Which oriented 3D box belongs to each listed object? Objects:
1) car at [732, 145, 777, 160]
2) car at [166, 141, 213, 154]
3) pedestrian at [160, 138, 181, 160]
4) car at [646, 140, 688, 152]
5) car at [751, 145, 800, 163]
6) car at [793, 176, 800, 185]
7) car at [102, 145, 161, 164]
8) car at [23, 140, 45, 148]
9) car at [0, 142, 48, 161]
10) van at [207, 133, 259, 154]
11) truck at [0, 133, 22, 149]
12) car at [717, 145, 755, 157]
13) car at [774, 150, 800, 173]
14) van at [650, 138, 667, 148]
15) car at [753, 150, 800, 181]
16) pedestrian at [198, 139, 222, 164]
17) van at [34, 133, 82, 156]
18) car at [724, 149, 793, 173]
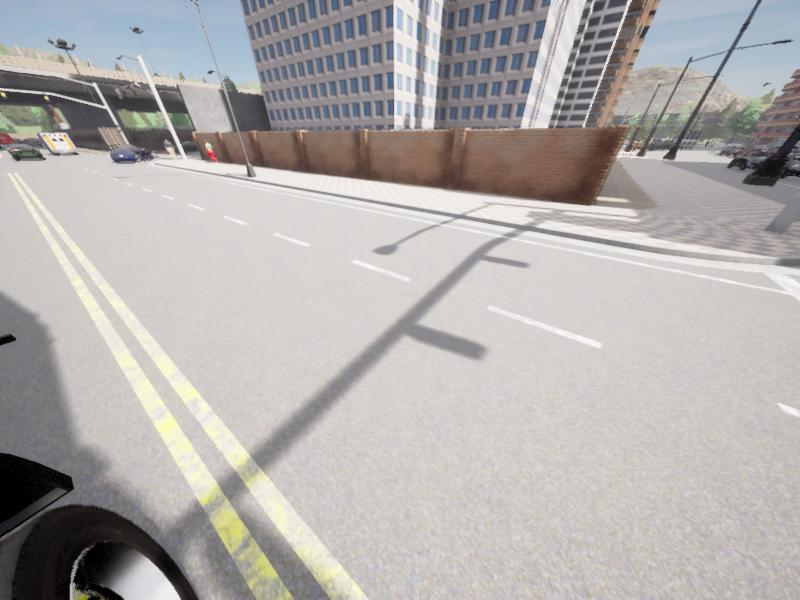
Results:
[{"bbox_3d":[51.026,-21.367,33.380,2.007,1.525,4.514,22,41,28],"label":"car"},{"bbox_3d":[-32.251,-23.511,35.587,1.837,1.490,4.892,23,41,28],"label":"car"},{"bbox_3d":[-23.271,-15.303,23.452,0.751,1.860,0.751,-22,41,-29],"label":"pedestrian"},{"bbox_3d":[59.979,-34.760,52.024,5.566,2.045,2.150,22,40,28],"label":"car"},{"bbox_3d":[47.088,-18.177,28.729,2.033,1.649,4.856,22,41,28],"label":"car"},{"bbox_3d":[24.306,-6.466,12.026,2.163,1.488,4.792,22,41,28],"label":"car"},{"bbox_3d":[-27.089,-14.887,23.549,1.994,1.385,4.181,-9,36,-12],"label":"car"},{"bbox_3d":[-78.958,-33.723,49.833,4.181,1.385,1.994,22,40,27],"label":"car"},{"bbox_3d":[-41.102,-16.272,25.238,4.974,1.542,2.038,22,40,27],"label":"car"},{"bbox_3d":[-26.535,-25.121,37.017,1.988,2.561,5.915,22,40,27],"label":"van"},{"bbox_3d":[-77.602,-31.182,45.301,5.204,2.467,2.627,22,40,27],"label":"truck"},{"bbox_3d":[54.756,-24.398,37.779,2.007,1.525,4.514,22,41,28],"label":"car"},{"bbox_3d":[34.834,-11.589,19.382,1.837,1.490,4.892,22,41,28],"label":"car"},{"bbox_3d":[78.261,-47.667,70.039,1.988,2.561,5.915,22,41,28],"label":"van"},{"bbox_3d":[27.995,-9.549,16.325,1.851,1.617,3.988,22,41,28],"label":"car"},{"bbox_3d":[-17.252,-13.522,21.020,0.751,1.860,0.751,16,38,21],"label":"pedestrian"},{"bbox_3d":[-47.217,-21.493,31.873,6.366,2.431,2.351,22,40,27],"label":"van"},{"bbox_3d":[31.537,-12.396,20.513,1.816,1.474,4.193,22,41,28],"label":"car"}]
